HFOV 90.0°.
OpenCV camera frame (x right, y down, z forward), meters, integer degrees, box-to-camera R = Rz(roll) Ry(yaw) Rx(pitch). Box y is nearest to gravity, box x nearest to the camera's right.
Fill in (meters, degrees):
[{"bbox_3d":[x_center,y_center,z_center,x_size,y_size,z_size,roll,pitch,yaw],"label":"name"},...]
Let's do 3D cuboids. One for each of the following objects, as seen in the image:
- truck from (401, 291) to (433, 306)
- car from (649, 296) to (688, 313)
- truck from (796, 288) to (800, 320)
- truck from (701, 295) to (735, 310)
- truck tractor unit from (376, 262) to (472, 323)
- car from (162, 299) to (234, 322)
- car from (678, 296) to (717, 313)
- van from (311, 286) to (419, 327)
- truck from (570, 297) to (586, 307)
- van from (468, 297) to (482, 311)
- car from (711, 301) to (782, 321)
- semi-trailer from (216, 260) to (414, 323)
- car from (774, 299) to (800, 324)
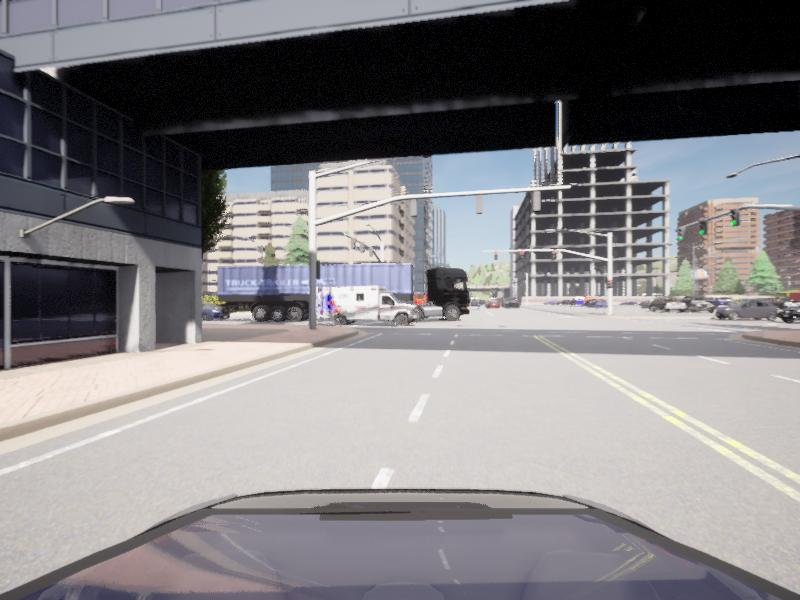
[{"bbox_3d":[4.638,-0.345,107.346,8.468,3.827,2.891,0,0,9],"label":"truck"},{"bbox_3d":[29.806,0.479,44.607,1.932,1.855,4.605,0,0,10],"label":"car"},{"bbox_3d":[33.115,0.329,29.320,5.204,2.467,2.627,0,0,12],"label":"truck"},{"bbox_3d":[47.009,0.369,59.179,2.069,2.038,4.478,0,0,10],"label":"truck"},{"bbox_3d":[1.712,-0.508,29.669,6.516,4.208,3.053,0,0,-12],"label":"truck tractor unit"},{"bbox_3d":[-15.659,0.786,31.112,4.611,1.667,2.242,0,0,10],"label":"car"},{"bbox_3d":[32.643,0.478,44.030,1.905,1.878,3.866,0,0,10],"label":"car"},{"bbox_3d":[-2.112,0.390,25.139,6.366,2.431,2.351,0,0,10],"label":"van"},{"bbox_3d":[36.807,0.390,82.866,2.069,2.038,4.478,0,0,10],"label":"truck"},{"bbox_3d":[11.752,0.581,63.083,2.069,2.038,4.480,0,0,10],"label":"van"},{"bbox_3d":[26.451,0.807,30.652,3.633,1.501,1.845,0,0,11],"label":"car"},{"bbox_3d":[-6.138,-0.601,29.769,14.254,4.402,2.717,0,0,5],"label":"semi-trailer"},{"bbox_3d":[28.636,0.757,26.671,5.027,1.651,2.152,0,0,10],"label":"car"}]
